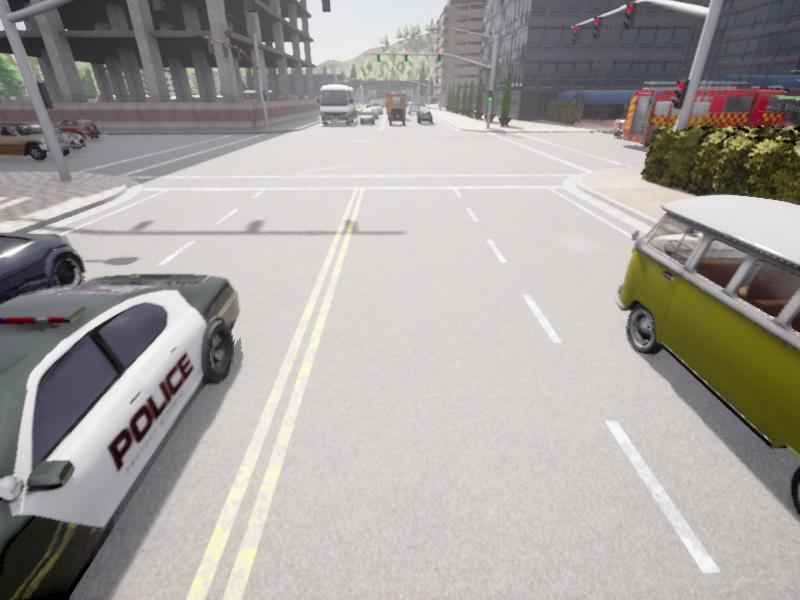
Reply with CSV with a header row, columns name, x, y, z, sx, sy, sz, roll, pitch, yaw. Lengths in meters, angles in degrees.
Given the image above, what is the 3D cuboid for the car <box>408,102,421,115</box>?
name,x,y,z,sx,sy,sz,roll,pitch,yaw
car,2.657,-35.589,74.309,2.150,2.045,5.566,-1,27,-1

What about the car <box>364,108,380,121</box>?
name,x,y,z,sx,sy,sz,roll,pitch,yaw
car,-4.044,-27.091,58.238,2.128,1.511,4.902,-1,27,-1

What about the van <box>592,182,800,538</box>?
name,x,y,z,sx,sy,sz,roll,pitch,yaw
van,3.955,0.301,3.915,1.775,1.987,4.442,-1,27,-1

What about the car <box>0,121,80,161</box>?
name,x,y,z,sx,sy,sz,roll,pitch,yaw
car,-20.598,-8.615,21.616,4.605,1.855,1.932,1,27,1

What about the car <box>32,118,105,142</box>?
name,x,y,z,sx,sy,sz,roll,pitch,yaw
car,-25.572,-13.199,30.986,3.705,1.549,1.789,0,27,0

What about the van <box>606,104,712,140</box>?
name,x,y,z,sx,sy,sz,roll,pitch,yaw
van,20.352,-14.173,31.785,6.366,2.431,2.351,-1,27,-1

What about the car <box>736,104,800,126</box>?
name,x,y,z,sx,sy,sz,roll,pitch,yaw
car,41.350,-20.355,43.904,6.274,2.098,2.390,14,30,26

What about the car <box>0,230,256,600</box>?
name,x,y,z,sx,sy,sz,roll,pitch,yaw
car,-3.029,0.967,3.125,2.038,1.542,4.974,0,27,-1

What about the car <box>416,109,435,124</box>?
name,x,y,z,sx,sy,sz,roll,pitch,yaw
car,3.102,-23.063,50.288,2.007,1.525,4.514,-1,27,-1

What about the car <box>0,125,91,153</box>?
name,x,y,z,sx,sy,sz,roll,pitch,yaw
car,-21.971,-10.004,24.792,3.806,1.475,1.970,0,27,0

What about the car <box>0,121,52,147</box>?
name,x,y,z,sx,sy,sz,roll,pitch,yaw
car,-27.790,-11.578,27.862,4.902,1.511,2.128,0,27,0

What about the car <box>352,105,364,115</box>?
name,x,y,z,sx,sy,sz,roll,pitch,yaw
car,-7.850,-35.531,74.782,1.801,1.575,5.366,-1,27,-1

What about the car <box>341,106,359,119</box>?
name,x,y,z,sx,sy,sz,roll,pitch,yaw
car,-7.612,-29.027,61.876,2.242,1.667,4.611,-1,27,-1

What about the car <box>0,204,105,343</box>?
name,x,y,z,sx,sy,sz,roll,pitch,yaw
car,-6.572,-0.098,5.414,1.994,1.385,4.181,-1,27,-1

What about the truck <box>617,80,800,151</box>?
name,x,y,z,sx,sy,sz,roll,pitch,yaw
truck,19.077,-11.598,25.197,8.468,3.827,2.891,-1,27,-1

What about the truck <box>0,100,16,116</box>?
name,x,y,z,sx,sy,sz,roll,pitch,yaw
truck,-69.195,-32.447,67.563,5.204,2.467,2.615,0,27,-1

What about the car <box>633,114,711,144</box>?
name,x,y,z,sx,sy,sz,roll,pitch,yaw
car,19.464,-12.335,28.772,3.866,1.878,1.905,-1,27,-1

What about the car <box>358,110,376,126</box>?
name,x,y,z,sx,sy,sz,roll,pitch,yaw
car,-3.839,-21.410,47.025,1.789,1.549,3.705,-1,28,-1

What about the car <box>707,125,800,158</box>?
name,x,y,z,sx,sy,sz,roll,pitch,yaw
car,20.831,-9.003,22.645,4.902,1.511,2.128,-1,27,-1

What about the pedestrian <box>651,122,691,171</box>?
name,x,y,z,sx,sy,sz,roll,pitch,yaw
pedestrian,11.576,-6.571,17.128,0.751,1.860,0.751,5,27,10

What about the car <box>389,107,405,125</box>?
name,x,y,z,sx,sy,sz,roll,pitch,yaw
car,-0.357,-22.151,48.107,1.905,1.878,3.866,-1,27,-1

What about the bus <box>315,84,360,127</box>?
name,x,y,z,sx,sy,sz,roll,pitch,yaw
bus,-7.259,-23.697,48.560,3.944,4.253,10.273,-1,27,-1

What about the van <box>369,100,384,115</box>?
name,x,y,z,sx,sy,sz,roll,pitch,yaw
van,-4.361,-36.168,75.048,2.351,2.431,6.366,-1,27,-1

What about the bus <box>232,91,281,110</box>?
name,x,y,z,sx,sy,sz,roll,pitch,yaw
bus,-35.317,-49.447,99.078,10.273,4.253,3.944,-1,27,-1

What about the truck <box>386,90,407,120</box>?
name,x,y,z,sx,sy,sz,roll,pitch,yaw
truck,-0.597,-29.664,60.728,2.891,3.827,8.468,-1,27,-1
